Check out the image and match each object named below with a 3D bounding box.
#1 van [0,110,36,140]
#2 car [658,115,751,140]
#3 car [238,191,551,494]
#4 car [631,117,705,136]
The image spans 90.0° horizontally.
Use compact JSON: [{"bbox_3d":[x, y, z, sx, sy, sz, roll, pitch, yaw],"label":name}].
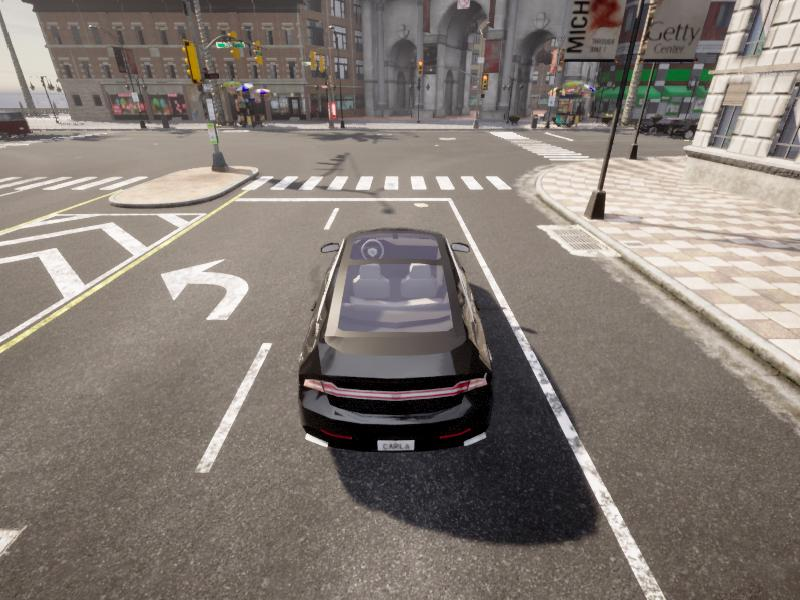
[{"bbox_3d":[-30.995,-13.305,30.366,4.442,1.987,1.775,0,27,0],"label":"van"},{"bbox_3d":[23.098,-13.187,30.510,5.238,1.638,1.930,0,27,0],"label":"car"},{"bbox_3d":[-0.058,-0.144,5.248,2.128,1.511,4.902,0,27,-1],"label":"car"},{"bbox_3d":[22.493,-14.634,33.706,4.718,1.301,1.895,0,27,1],"label":"car"}]
